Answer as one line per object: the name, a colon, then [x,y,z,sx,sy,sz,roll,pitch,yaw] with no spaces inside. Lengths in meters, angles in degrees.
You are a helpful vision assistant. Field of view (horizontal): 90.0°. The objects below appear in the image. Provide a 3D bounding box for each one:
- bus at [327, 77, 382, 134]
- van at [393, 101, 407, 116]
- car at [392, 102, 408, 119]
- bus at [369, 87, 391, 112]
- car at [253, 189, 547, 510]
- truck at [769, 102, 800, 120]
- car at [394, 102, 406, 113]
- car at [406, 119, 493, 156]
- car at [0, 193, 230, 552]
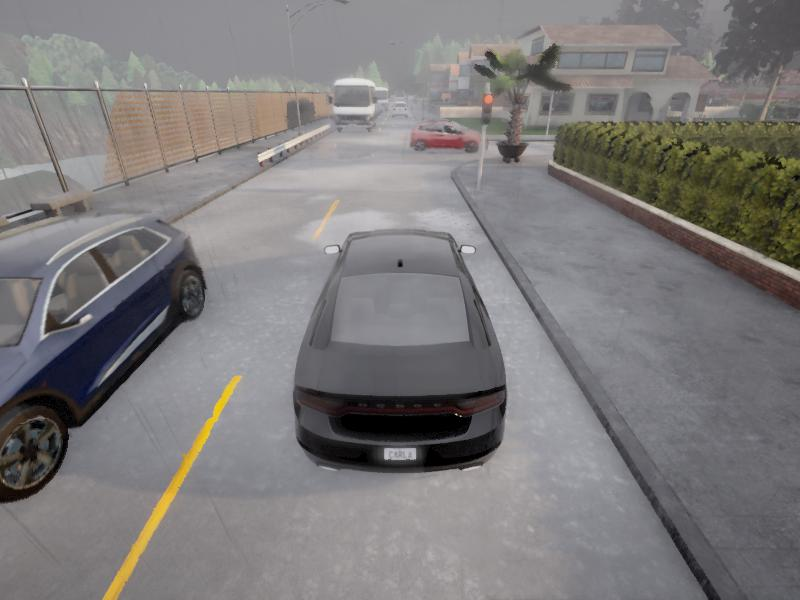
bus: [-3.870,-18.318,37.580,3.944,4.253,10.273,0,27,0]
van: [0.012,-30.118,62.952,2.069,2.038,4.480,0,27,0]
car: [0.011,-27.126,57.121,2.150,2.045,5.566,0,27,0]
bus: [-3.863,-40.795,81.282,3.944,4.253,10.273,0,27,0]
car: [0.002,-0.111,5.141,1.882,1.535,5.008,0,27,0]
truck: [53.540,-25.258,53.420,2.390,2.098,6.274,0,27,0]
car: [0.015,-37.253,77.373,2.242,1.667,4.611,0,27,0]
car: [2.887,-9.602,23.451,4.611,1.667,2.242,8,29,15]
car: [-3.997,0.177,4.481,2.033,1.649,4.856,0,27,0]
